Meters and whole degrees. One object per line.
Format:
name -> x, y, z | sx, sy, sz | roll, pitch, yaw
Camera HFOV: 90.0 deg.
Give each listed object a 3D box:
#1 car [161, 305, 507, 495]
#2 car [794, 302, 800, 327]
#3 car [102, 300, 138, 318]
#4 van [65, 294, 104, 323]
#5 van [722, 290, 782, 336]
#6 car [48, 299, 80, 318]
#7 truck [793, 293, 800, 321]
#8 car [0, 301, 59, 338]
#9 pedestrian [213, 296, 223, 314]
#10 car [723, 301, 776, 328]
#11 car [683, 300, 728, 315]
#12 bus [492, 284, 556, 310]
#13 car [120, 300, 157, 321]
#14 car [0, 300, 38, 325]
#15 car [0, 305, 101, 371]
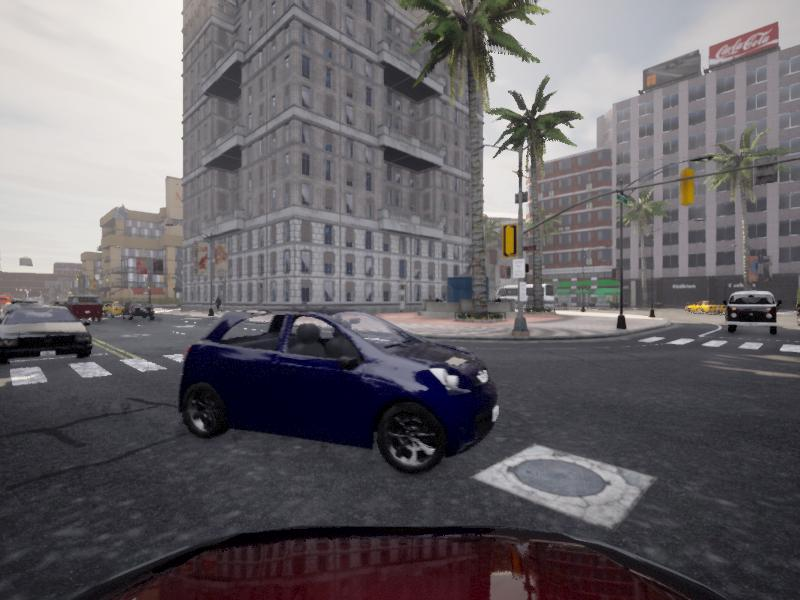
car -> -0.710, 0.828, 4.758 | 3.633, 1.501, 1.845 | 0, 0, 22
car -> 23.995, 0.853, 22.382 | 1.970, 1.475, 3.806 | 0, 0, 32
car -> -26.162, 0.801, 37.331 | 5.366, 1.575, 1.801 | 0, 0, 45
van -> -23.518, 0.599, 29.726 | 1.775, 1.987, 4.442 | 0, 0, -45
van -> 17.401, 0.573, 19.775 | 2.069, 2.038, 4.480 | 0, 0, 42
car -> -32.469, 0.756, 38.614 | 2.242, 1.667, 4.611 | 0, 0, -42
truck -> 30.962, 0.542, 28.286 | 2.390, 2.098, 6.274 | 0, 0, 22
car -> -17.821, 0.828, 19.023 | 2.038, 1.542, 4.974 | 0, 0, -45
pedestrian -> -18.782, 0.485, 41.283 | 0.751, 1.860, 0.751 | 0, 0, -39
car -> 21.291, 0.825, 24.519 | 1.845, 1.501, 3.633 | 0, 0, 31
car -> 34.603, 0.801, 45.505 | 1.801, 1.575, 5.366 | 0, 0, 10
bus -> 21.719, -0.539, 70.678 | 3.944, 4.253, 10.273 | 0, 0, -41
car -> -21.194, 0.814, 32.348 | 1.789, 1.549, 3.705 | 0, 0, -45
car -> -26.289, 0.801, 27.542 | 1.801, 1.575, 5.366 | 0, 0, -45
car -> -10.313, 0.894, 11.470 | 2.033, 1.411, 5.357 | 0, 0, -45
